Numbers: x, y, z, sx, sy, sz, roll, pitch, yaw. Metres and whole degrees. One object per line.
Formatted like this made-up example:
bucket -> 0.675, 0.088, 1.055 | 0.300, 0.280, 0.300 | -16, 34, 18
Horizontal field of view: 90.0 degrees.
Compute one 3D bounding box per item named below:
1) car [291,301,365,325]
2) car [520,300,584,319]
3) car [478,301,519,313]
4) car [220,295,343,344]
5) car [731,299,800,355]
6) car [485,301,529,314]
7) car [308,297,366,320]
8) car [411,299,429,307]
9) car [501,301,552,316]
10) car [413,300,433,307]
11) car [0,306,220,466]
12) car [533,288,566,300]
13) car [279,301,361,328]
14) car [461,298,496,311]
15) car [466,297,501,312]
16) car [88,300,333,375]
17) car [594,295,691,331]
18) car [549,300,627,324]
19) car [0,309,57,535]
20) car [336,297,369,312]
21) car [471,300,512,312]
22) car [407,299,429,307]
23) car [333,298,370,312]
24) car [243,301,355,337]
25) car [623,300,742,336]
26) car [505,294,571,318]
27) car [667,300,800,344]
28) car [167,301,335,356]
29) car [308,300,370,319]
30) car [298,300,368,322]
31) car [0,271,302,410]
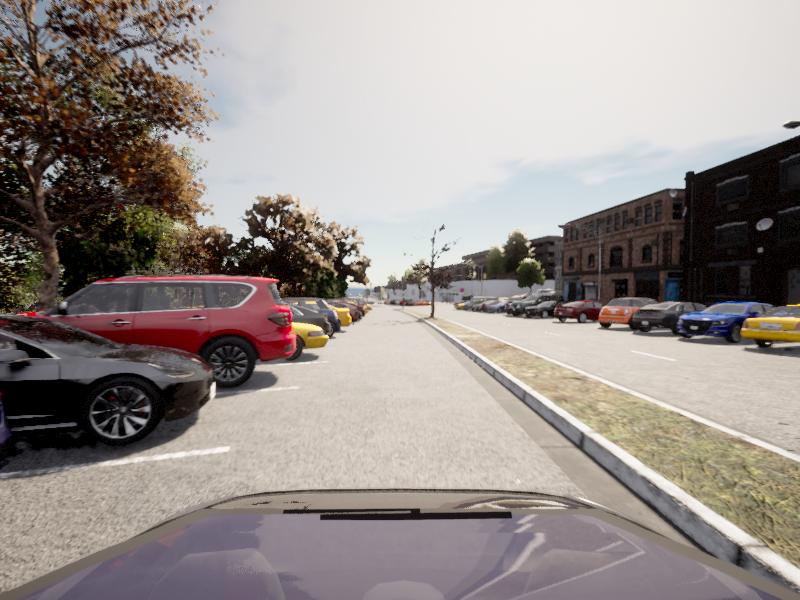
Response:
car -> -5.103, 0.859, 28.354 | 4.792, 1.488, 2.163 | -1, 0, -22
car -> 12.937, 0.791, 33.973 | 5.008, 1.535, 2.097 | 1, 0, -23
car -> 12.087, 0.823, 49.059 | 4.674, 1.452, 2.002 | 1, 0, -24
car -> -4.845, 0.703, 16.496 | 4.553, 1.767, 2.185 | -1, 0, -20
car -> 13.541, 0.802, 12.912 | 5.366, 1.575, 1.946 | 1, 0, -20
car -> 12.298, 0.825, 46.042 | 4.674, 1.452, 2.002 | 1, 0, -24
car -> -5.396, 0.705, 34.248 | 4.553, 1.767, 2.185 | -1, 0, -22
car -> 5.285, 0.740, 104.519 | 4.442, 1.987, 1.878 | 0, 0, -31
car -> 12.645, 0.828, 40.014 | 4.674, 1.452, 2.002 | 1, 0, -23
car -> 5.881, 0.846, 101.601 | 4.553, 1.767, 2.185 | 0, 0, -30
car -> -4.794, 0.858, 4.615 | 4.792, 1.488, 2.163 | -1, 0, -20
car -> 28.589, -1.087, 76.760 | 2.435, 2.045, 5.566 | -7, 4, -30
car -> -5.071, 0.859, 25.360 | 4.792, 1.488, 2.163 | -1, 0, -21
car -> 11.405, 0.654, 58.103 | 4.553, 1.767, 2.185 | 1, 0, -25
car -> 11.531, 0.554, 55.030 | 4.442, 1.987, 1.878 | 1, 0, -25
car -> -4.656, 0.823, 10.617 | 5.366, 1.575, 1.946 | -1, 0, -20
car -> 13.253, 0.672, 21.893 | 4.553, 1.767, 2.185 | 1, 0, -21
car -> 13.133, 0.794, 27.939 | 5.008, 1.535, 2.097 | 1, 0, -22
car -> -4.848, 0.859, 1.612 | 4.792, 1.488, 2.163 | -1, 0, -20
car -> -6.893, 0.607, 57.939 | 4.442, 1.987, 1.878 | -1, 0, -25
car -> 11.878, 0.783, 52.070 | 4.892, 1.521, 2.231 | 1, 0, -25
car -> 4.817, 0.709, 107.521 | 5.566, 2.045, 2.435 | 1, 0, -31
car -> -6.700, 0.708, 54.951 | 4.553, 1.767, 2.185 | -1, 0, -25
car -> -4.905, 0.829, 19.451 | 5.008, 1.535, 2.097 | -1, 0, -21
car -> 13.308, 0.801, 18.873 | 4.892, 1.521, 2.231 | 1, 0, -21
car -> 12.778, 0.538, 36.977 | 5.566, 2.045, 2.435 | 1, 0, -23
car -> 13.360, 0.801, 15.855 | 5.008, 1.535, 2.097 | 1, 0, -21
car -> -4.839, 0.829, 13.518 | 4.892, 1.521, 2.231 | -1, 0, -20
car -> -5.676, 0.830, 37.139 | 5.366, 1.575, 1.946 | -1, 0, -23
car -> -5.231, 0.829, 31.297 | 5.008, 1.535, 2.097 | -1, 0, -22
car -> -4.849, 0.578, 7.564 | 5.566, 2.045, 2.435 | -1, 0, -20
